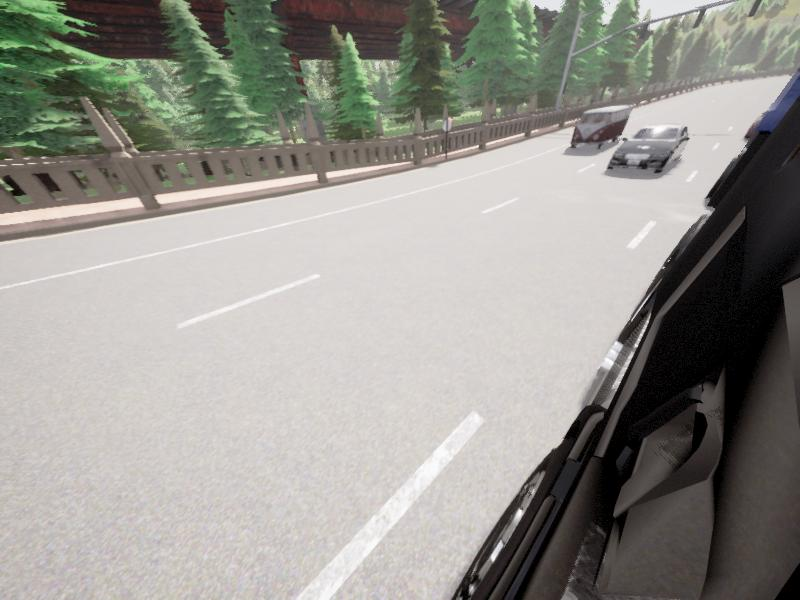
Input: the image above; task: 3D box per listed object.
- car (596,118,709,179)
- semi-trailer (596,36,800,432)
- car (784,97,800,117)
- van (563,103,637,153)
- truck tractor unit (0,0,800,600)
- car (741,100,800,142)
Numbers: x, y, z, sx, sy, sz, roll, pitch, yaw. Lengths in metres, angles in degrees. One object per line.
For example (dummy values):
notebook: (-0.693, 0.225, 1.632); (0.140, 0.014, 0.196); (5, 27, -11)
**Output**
car: (11.059, -6.753, 10.105); (4.902, 1.511, 2.128); (-31, 45, -28)
semi-trailer: (8.728, -3.658, 4.084); (14.254, 4.402, 2.717); (-28, 44, -28)
car: (30.112, -13.581, 15.711); (3.806, 1.475, 1.970); (-6, 39, 1)
van: (12.410, -10.706, 14.343); (4.442, 1.987, 1.775); (-32, 46, -27)
truck tractor unit: (2.645, -0.295, 0.351); (6.516, 4.208, 3.053); (-28, 44, -30)
car: (20.536, -9.593, 12.339); (4.181, 1.385, 1.994); (-32, 46, -27)
